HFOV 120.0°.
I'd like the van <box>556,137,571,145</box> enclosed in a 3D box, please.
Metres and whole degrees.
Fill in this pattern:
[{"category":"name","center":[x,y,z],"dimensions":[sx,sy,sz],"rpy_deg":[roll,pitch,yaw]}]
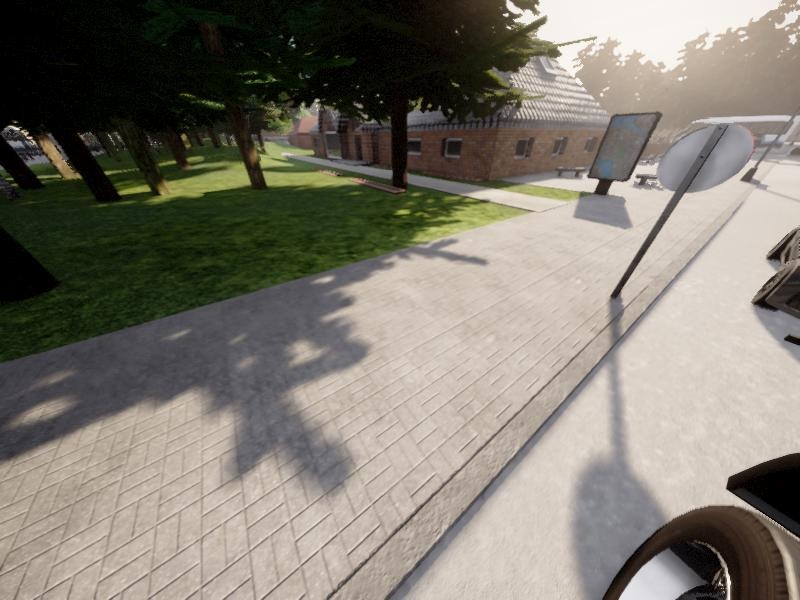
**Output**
[{"category":"van","center":[52.269,-50.940,73.976],"dimensions":[4.442,1.987,1.775],"rpy_deg":[-23,41,-29]}]

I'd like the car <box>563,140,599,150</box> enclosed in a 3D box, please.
[{"category":"car","center":[35.713,-30.673,45.766],"dimensions":[1.882,1.535,5.008],"rpy_deg":[-22,41,-28]}]

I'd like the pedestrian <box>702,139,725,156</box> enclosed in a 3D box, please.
[{"category":"pedestrian","center":[41.569,-20.292,30.677],"dimensions":[0.751,1.860,0.751],"rpy_deg":[3,35,5]}]

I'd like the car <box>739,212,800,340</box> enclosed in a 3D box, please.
[{"category":"car","center":[7.590,-0.633,3.291],"dimensions":[4.611,1.667,2.242],"rpy_deg":[-22,41,-28]}]

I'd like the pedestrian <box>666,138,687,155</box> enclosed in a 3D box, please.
[{"category":"pedestrian","center":[36.499,-20.276,30.501],"dimensions":[0.751,1.860,0.751],"rpy_deg":[6,36,9]}]

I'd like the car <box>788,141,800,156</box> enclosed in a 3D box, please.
[{"category":"car","center":[54.713,-20.347,30.662],"dimensions":[3.866,1.878,1.905],"rpy_deg":[-15,38,-19]}]

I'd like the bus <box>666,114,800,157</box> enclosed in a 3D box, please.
[{"category":"bus","center":[45.631,-22.887,32.291],"dimensions":[10.273,4.253,3.944],"rpy_deg":[29,45,35]}]

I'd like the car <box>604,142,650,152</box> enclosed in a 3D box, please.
[{"category":"car","center":[39.934,-27.109,40.803],"dimensions":[2.033,1.411,5.357],"rpy_deg":[-22,40,-27]}]

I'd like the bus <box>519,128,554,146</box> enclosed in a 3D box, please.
[{"category":"bus","center":[42.299,-50.558,71.552],"dimensions":[10.273,4.253,3.944],"rpy_deg":[-22,41,-28]}]
